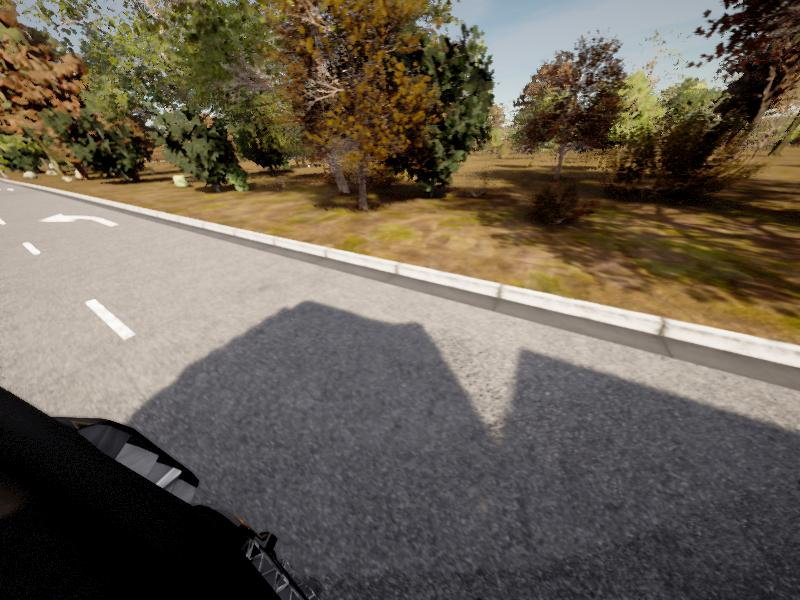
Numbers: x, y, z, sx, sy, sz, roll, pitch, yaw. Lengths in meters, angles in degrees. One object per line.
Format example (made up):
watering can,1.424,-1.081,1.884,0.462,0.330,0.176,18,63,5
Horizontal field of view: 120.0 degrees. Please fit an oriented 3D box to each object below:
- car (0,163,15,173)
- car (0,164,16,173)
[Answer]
car,-95.147,-30.729,53.998,1.878,1.987,4.442,8,35,14
car,-97.519,-31.582,55.615,2.185,1.767,4.553,8,35,15
